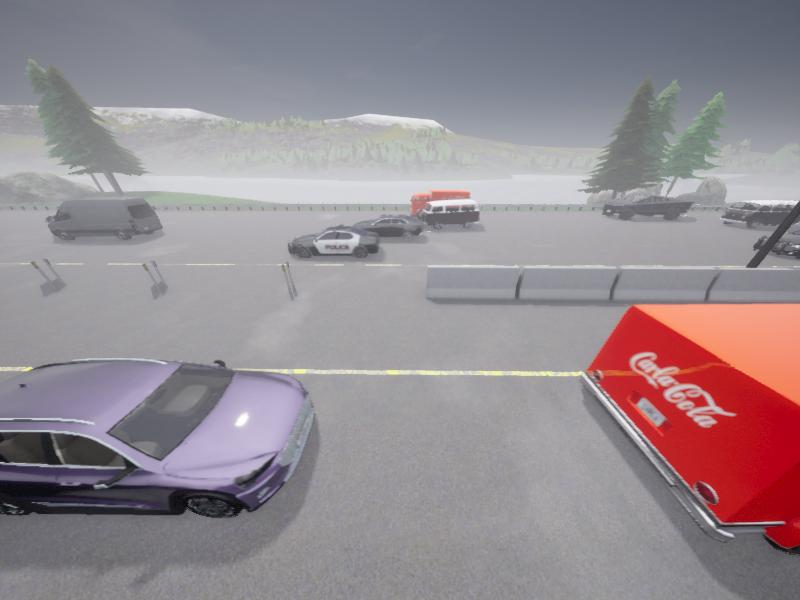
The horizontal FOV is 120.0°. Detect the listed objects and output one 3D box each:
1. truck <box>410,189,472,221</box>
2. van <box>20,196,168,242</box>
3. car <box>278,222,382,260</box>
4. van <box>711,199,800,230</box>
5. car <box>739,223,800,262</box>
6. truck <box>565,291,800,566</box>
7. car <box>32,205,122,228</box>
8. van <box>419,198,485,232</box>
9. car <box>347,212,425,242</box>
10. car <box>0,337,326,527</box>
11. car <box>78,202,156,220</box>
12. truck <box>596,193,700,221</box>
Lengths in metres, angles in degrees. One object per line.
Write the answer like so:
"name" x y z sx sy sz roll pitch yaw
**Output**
"truck" 3.580 -8.923 21.598 5.204 2.467 2.627 0 30 0
"van" -20.237 -5.541 15.666 5.915 2.561 1.988 -1 30 -2
"car" -3.602 -3.307 12.800 4.974 1.542 2.038 0 30 1
"van" 28.947 -6.857 18.447 4.480 2.038 2.069 1 30 0
"car" 22.809 -3.170 12.562 4.974 1.542 2.038 0 30 1
"truck" 6.269 1.594 3.380 5.204 2.467 2.627 0 30 1
"car" -26.464 -6.901 19.084 4.193 1.474 1.816 0 30 1
"van" 3.982 -6.827 18.374 4.480 2.038 2.069 -5 30 -6
"car" -0.847 -5.034 15.812 4.902 1.511 2.128 0 30 1
"car" -4.021 1.906 3.677 4.856 1.649 2.033 0 30 0
"car" -26.942 -8.577 22.165 4.718 1.301 1.895 0 30 1
"truck" 22.755 -8.665 21.515 6.274 2.098 2.390 0 30 0
